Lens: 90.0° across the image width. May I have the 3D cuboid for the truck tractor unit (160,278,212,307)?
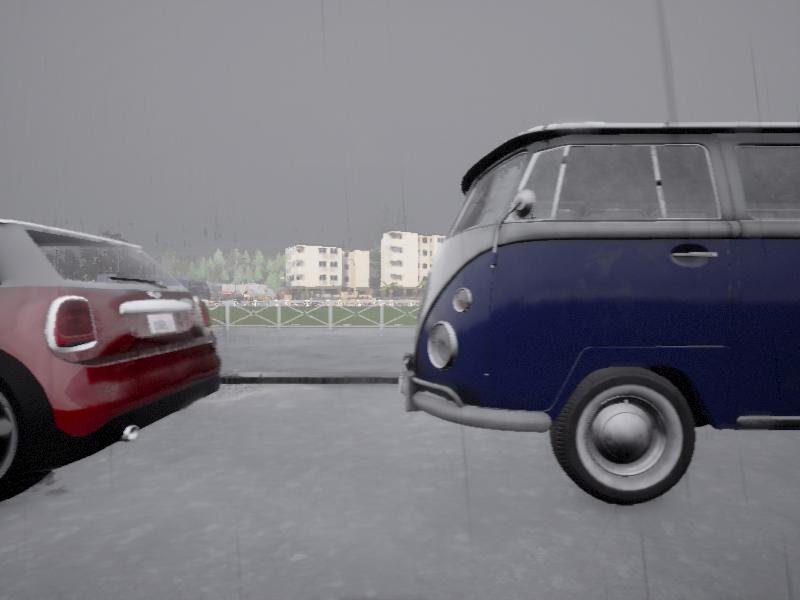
[{"bbox_3d":[-32.840,-1.136,61.690,3.053,4.208,6.516,-1,0,24],"label":"truck tractor unit"}]

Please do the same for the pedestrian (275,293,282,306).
[{"bbox_3d":[-18.013,-0.073,59.160,0.751,1.860,0.751,0,0,0],"label":"pedestrian"}]

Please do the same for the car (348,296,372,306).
[{"bbox_3d":[-6.822,0.185,68.422,3.988,1.617,1.851,0,0,0],"label":"car"}]

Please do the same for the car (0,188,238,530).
[{"bbox_3d":[-3.395,0.252,2.701,3.806,1.475,1.970,0,0,0],"label":"car"}]

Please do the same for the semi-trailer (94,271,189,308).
[{"bbox_3d":[-34.029,-1.236,53.953,2.717,4.402,14.254,0,0,4],"label":"semi-trailer"}]

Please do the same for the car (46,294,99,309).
[{"bbox_3d":[-38.238,0.157,46.859,1.930,1.638,5.238,0,0,0],"label":"car"}]

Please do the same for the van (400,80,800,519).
[{"bbox_3d":[2.221,-0.001,2.699,4.442,1.987,1.775,0,0,0],"label":"van"}]

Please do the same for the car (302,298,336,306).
[{"bbox_3d":[-13.861,0.289,68.422,5.357,1.411,2.033,0,0,0],"label":"car"}]

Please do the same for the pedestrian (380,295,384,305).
[{"bbox_3d":[-3.378,-0.069,73.284,0.751,1.860,0.751,0,0,-3],"label":"pedestrian"}]

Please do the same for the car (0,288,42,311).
[{"bbox_3d":[-38.226,-0.046,38.754,2.150,2.045,5.566,0,0,0],"label":"car"}]

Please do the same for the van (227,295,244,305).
[{"bbox_3d":[-34.199,-0.014,83.496,1.775,1.987,4.442,0,0,-1],"label":"van"}]

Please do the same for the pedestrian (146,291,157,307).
[{"bbox_3d":[-29.113,-0.077,46.861,0.751,1.860,0.751,0,0,1],"label":"pedestrian"}]
